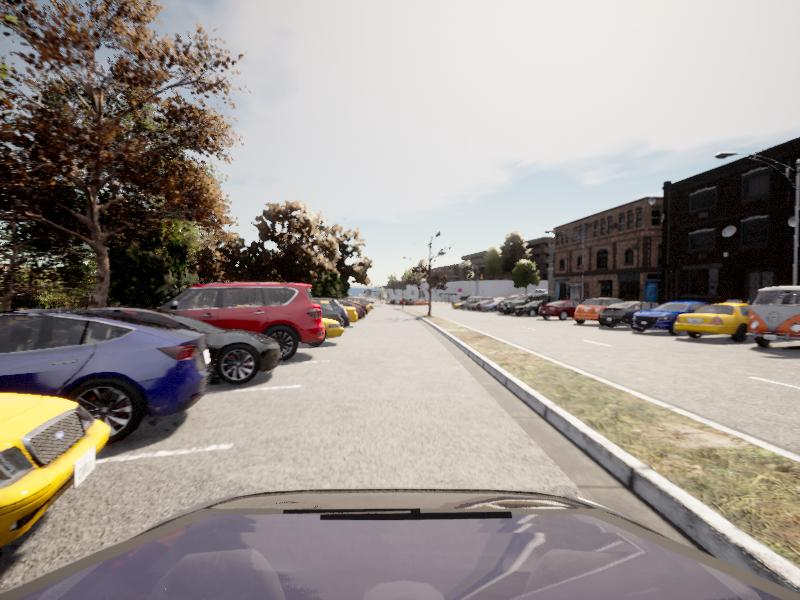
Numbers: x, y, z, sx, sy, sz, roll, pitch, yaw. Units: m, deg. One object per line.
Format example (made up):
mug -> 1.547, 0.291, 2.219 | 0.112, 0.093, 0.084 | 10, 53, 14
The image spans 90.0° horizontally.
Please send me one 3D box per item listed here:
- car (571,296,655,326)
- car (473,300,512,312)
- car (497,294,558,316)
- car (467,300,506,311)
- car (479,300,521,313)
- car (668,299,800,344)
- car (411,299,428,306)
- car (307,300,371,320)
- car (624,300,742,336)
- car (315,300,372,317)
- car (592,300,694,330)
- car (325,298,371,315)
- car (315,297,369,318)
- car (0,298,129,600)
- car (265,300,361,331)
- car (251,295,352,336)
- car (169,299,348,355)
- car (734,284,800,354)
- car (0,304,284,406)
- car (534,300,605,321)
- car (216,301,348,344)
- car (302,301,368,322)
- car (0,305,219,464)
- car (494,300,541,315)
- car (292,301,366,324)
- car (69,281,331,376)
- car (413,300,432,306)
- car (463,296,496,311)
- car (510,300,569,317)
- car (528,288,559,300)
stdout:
car -> 13.251, 0.657, 24.966 | 4.553, 1.767, 2.185 | 1, 0, -21
car -> 12.084, 0.791, 52.132 | 4.674, 1.452, 2.002 | 1, 0, -24
car -> 12.776, 0.513, 40.050 | 5.566, 2.045, 2.435 | 1, 0, -23
car -> 11.875, 0.749, 55.143 | 4.892, 1.521, 2.231 | 1, 0, -25
car -> 12.295, 0.795, 49.115 | 4.674, 1.452, 2.002 | 1, 0, -24
car -> 13.540, 0.792, 15.985 | 5.366, 1.575, 1.946 | 1, 0, -20
car -> 5.279, 0.674, 107.591 | 4.442, 1.987, 1.878 | 0, 0, -31
car -> -5.233, 0.807, 34.369 | 5.008, 1.535, 2.097 | -1, 0, -22
car -> 13.359, 0.789, 18.928 | 5.008, 1.535, 2.097 | 1, 0, -21
car -> -5.678, 0.805, 40.211 | 5.366, 1.575, 1.946 | -1, 0, -23
car -> 13.307, 0.787, 21.946 | 4.892, 1.521, 2.231 | 1, 0, -21
car -> -5.640, 0.678, 43.253 | 4.553, 1.767, 2.185 | -1, 0, -23
car -> -5.398, 0.682, 37.320 | 4.553, 1.767, 2.185 | -1, 0, -22
car -> -4.649, 0.822, 1.787 | 5.366, 1.575, 1.946 | -1, 0, -20
car -> -4.906, 0.814, 22.523 | 5.008, 1.535, 2.097 | -1, 0, -21
car -> -4.846, 0.690, 19.568 | 4.553, 1.767, 2.185 | -1, 0, -20
car -> -4.657, 0.814, 13.689 | 5.366, 1.575, 1.946 | -1, 0, -20
car -> 13.272, 0.568, 12.857 | 4.442, 1.987, 1.878 | 1, 0, -20
car -> -4.794, 0.852, 7.687 | 4.792, 1.488, 2.163 | -1, 0, -20
car -> 13.132, 0.775, 31.012 | 5.008, 1.535, 2.097 | 1, 0, -22
car -> -4.840, 0.818, 16.590 | 4.892, 1.521, 2.231 | -1, 0, -20
car -> -5.105, 0.838, 31.426 | 4.792, 1.488, 2.163 | -1, 0, -22
car -> -4.848, 0.855, 4.684 | 4.792, 1.488, 2.163 | -1, 0, -20
car -> 12.643, 0.801, 43.087 | 4.674, 1.452, 2.002 | 1, 0, -23
car -> -5.073, 0.841, 28.432 | 4.792, 1.488, 2.163 | -1, 0, -21
car -> -4.850, 0.570, 10.636 | 5.566, 2.045, 2.435 | -1, 0, -20
car -> 5.876, 0.782, 104.674 | 4.553, 1.767, 2.185 | 0, 0, -30
car -> 11.527, 0.518, 58.102 | 4.442, 1.987, 1.878 | 1, 0, -25
car -> 12.935, 0.768, 37.046 | 5.008, 1.535, 2.097 | 1, 0, -23
car -> 28.584, -1.136, 79.833 | 2.435, 2.045, 5.566 | -7, 4, -30
